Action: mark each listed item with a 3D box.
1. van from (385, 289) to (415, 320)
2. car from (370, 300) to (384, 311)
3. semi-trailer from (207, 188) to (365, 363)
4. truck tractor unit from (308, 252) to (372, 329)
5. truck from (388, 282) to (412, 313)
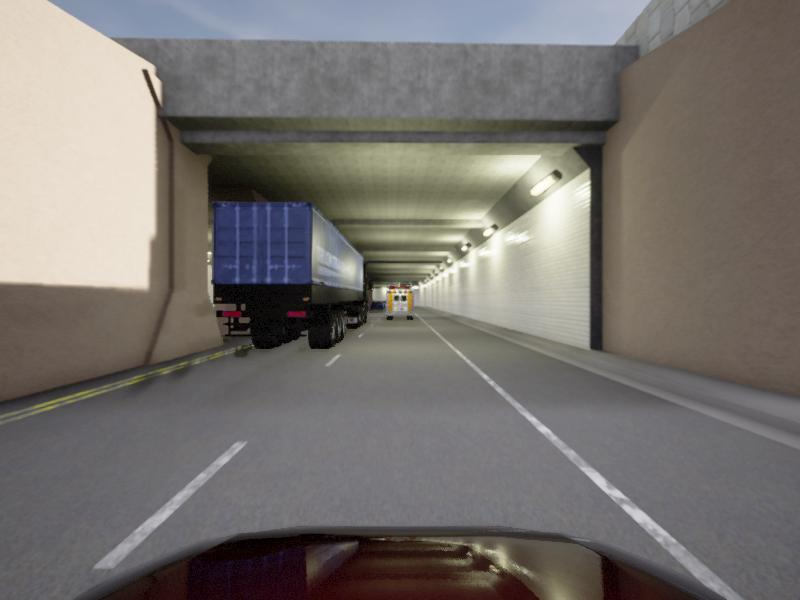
[{"bbox_3d":[0.015,0.379,34.507,2.351,2.431,6.366,0,0,0],"label":"van"},{"bbox_3d":[-3.475,0.824,61.933,1.882,1.535,5.008,0,0,0],"label":"car"},{"bbox_3d":[-3.489,-0.619,17.181,2.717,4.402,14.254,0,0,0],"label":"semi-trailer"},{"bbox_3d":[-3.488,-0.521,25.099,3.053,4.208,6.516,0,0,0],"label":"truck tractor unit"},{"bbox_3d":[0.027,-0.320,52.824,2.891,3.827,8.468,0,0,0],"label":"truck"}]
